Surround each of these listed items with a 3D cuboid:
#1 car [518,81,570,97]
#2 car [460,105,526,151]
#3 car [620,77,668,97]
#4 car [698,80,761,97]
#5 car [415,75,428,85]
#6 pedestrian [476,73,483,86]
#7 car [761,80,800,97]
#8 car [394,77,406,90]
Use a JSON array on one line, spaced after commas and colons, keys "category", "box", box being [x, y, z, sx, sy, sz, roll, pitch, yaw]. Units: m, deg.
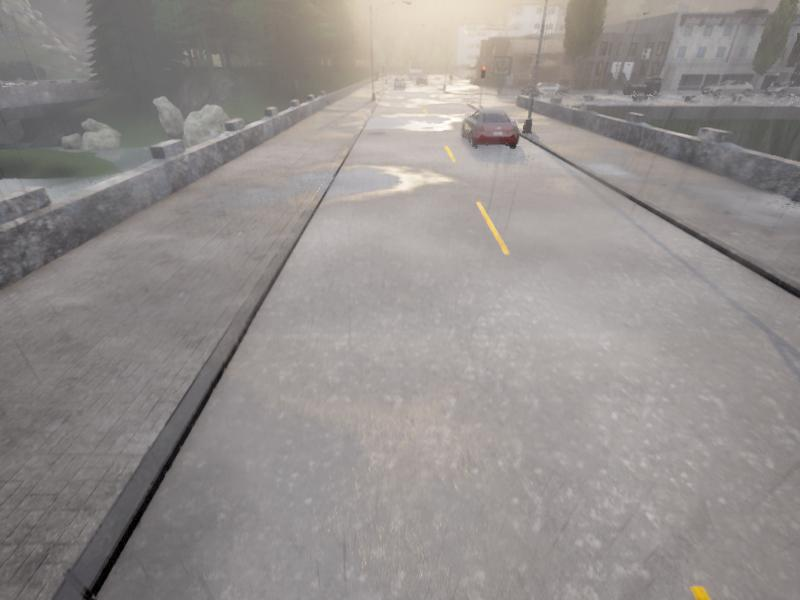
[{"category": "car", "box": [16.345, -24.042, 45.559, 4.974, 1.542, 2.038, -1, 30, 0]}, {"category": "car", "box": [4.014, -7.859, 18.070, 1.994, 1.385, 4.181, 0, 30, 0]}, {"category": "car", "box": [27.649, -24.206, 45.486, 3.866, 1.878, 1.905, -1, 30, 0]}, {"category": "car", "box": [37.430, -24.086, 45.558, 5.027, 1.651, 2.152, 0, 30, 0]}, {"category": "car", "box": [4.037, -41.860, 76.008, 2.038, 1.542, 4.974, 0, 30, 0]}, {"category": "pedestrian", "box": [13.246, -36.720, 66.659, 0.751, 1.860, 0.751, -8, 31, -14]}, {"category": "car", "box": [44.255, -24.085, 45.572, 3.988, 1.617, 1.851, 0, 30, 0]}, {"category": "car", "box": [-0.020, -32.831, 60.507, 1.851, 1.617, 3.988, 0, 30, 0]}]
